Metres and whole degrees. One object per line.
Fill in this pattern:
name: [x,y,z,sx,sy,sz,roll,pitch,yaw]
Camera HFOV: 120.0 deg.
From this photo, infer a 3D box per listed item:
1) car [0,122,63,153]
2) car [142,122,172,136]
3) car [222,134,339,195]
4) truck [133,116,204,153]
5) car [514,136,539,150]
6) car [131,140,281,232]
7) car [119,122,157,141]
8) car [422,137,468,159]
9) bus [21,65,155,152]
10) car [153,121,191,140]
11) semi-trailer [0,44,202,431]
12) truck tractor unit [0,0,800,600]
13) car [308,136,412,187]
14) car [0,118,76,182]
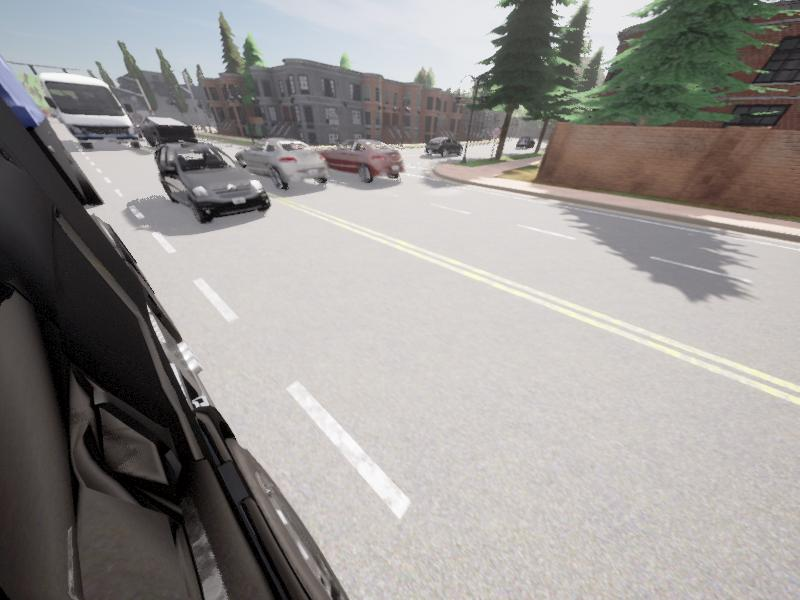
car: [-25.153,-11.160,15.776,3.633,1.501,1.845,28,44,30]
car: [-34.855,-24.525,33.078,4.193,1.474,1.816,28,44,30]
car: [-5.253,-6.097,10.102,5.027,1.651,2.152,28,44,30]
truck: [-18.987,-13.599,18.909,6.274,2.098,2.390,28,44,30]
car: [20.469,-25.428,37.294,2.033,1.649,4.856,26,43,28]
car: [-5.542,-3.499,6.636,3.988,1.617,1.851,28,44,30]
car: [-29.229,-18.790,25.758,4.193,1.474,1.816,28,44,30]
car: [4.336,-14.577,22.005,1.837,1.490,4.892,29,44,31]
bus: [-24.507,-14.767,18.355,10.273,4.253,3.944,28,44,30]
car: [-28.587,-21.254,28.952,4.856,1.649,2.033,28,44,30]
semi-trailer: [-8.702,-3.595,4.235,14.254,4.402,2.717,28,44,30]
truck tractor unit: [-2.645,-0.295,0.351,6.516,4.208,3.053,28,44,30]
car: [-2.096,-7.161,11.702,5.027,1.651,2.152,28,44,30]
car: [-16.018,-6.444,9.728,4.605,1.855,1.932,28,44,30]
